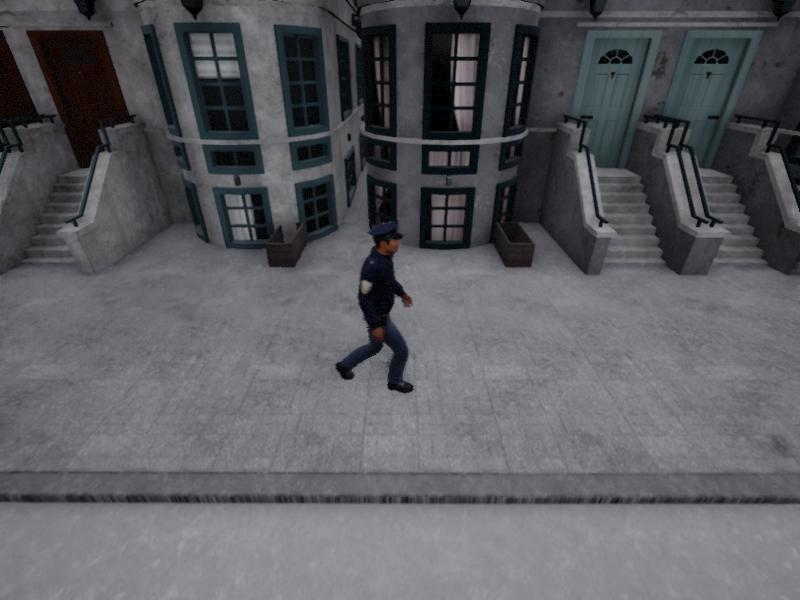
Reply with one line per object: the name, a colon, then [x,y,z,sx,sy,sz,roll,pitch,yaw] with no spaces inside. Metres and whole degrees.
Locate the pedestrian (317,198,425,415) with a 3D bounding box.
pedestrian: [-0.200,0.093,3.741,0.751,1.860,0.751,4,31,7]
